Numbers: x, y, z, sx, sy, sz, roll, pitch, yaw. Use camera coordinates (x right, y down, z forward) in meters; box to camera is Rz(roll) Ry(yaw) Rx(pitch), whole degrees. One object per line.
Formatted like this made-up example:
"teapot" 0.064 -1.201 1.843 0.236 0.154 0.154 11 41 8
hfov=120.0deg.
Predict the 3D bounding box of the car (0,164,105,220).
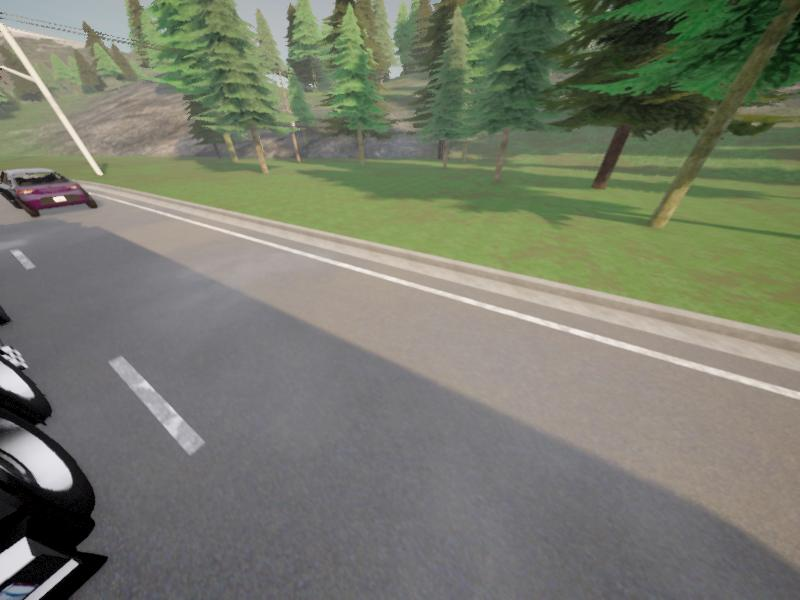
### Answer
"car" -14.421 -4.471 9.293 4.193 1.474 1.816 18 39 24

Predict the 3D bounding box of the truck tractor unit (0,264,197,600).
"truck tractor unit" -5.117 -0.291 0.787 6.516 4.208 3.053 18 39 24
